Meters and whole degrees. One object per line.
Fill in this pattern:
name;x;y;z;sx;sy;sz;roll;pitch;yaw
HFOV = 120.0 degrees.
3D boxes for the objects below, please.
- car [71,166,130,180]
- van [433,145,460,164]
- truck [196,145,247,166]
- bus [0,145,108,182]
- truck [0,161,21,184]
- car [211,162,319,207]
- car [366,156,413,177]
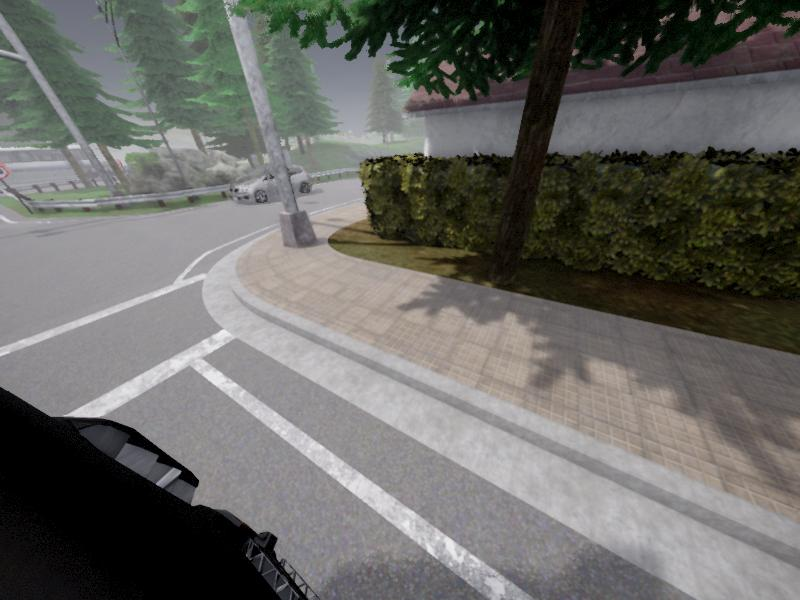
car;-41.748;-17.784;32.318;1.895;1.301;4.718;16;38;26
van;6.552;-20.314;32.318;1.775;1.987;4.442;21;41;31
truck;-41.864;-34.324;54.744;2.891;3.827;8.468;16;38;26
bus;-54.885;-21.452;35.984;3.944;4.253;10.273;16;38;26
truck;-55.323;-16.489;30.211;2.627;2.467;5.204;16;38;26
car;-7.439;-6.815;13.363;2.242;1.667;4.611;16;38;26
car;-0.860;-13.181;22.691;2.033;1.411;5.357;16;38;26
